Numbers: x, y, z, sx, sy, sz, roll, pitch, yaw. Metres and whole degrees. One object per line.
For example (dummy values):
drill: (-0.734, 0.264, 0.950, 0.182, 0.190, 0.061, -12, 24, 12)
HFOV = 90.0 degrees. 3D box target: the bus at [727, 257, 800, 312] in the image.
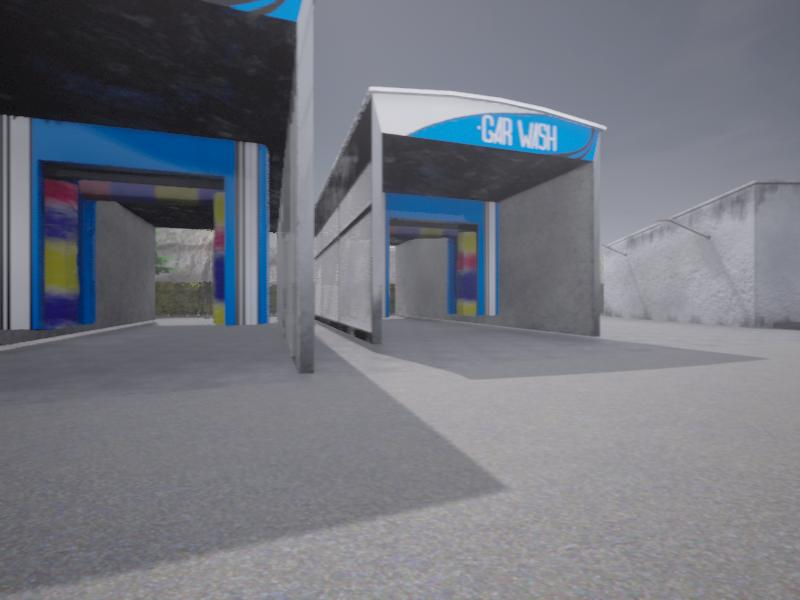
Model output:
bus: (33.546, -1.180, 32.716, 10.273, 4.253, 3.944, 0, 0, 0)

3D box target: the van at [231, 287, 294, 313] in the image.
van: (-11.034, -0.013, 32.319, 4.480, 2.038, 2.069, 0, 0, -7)
